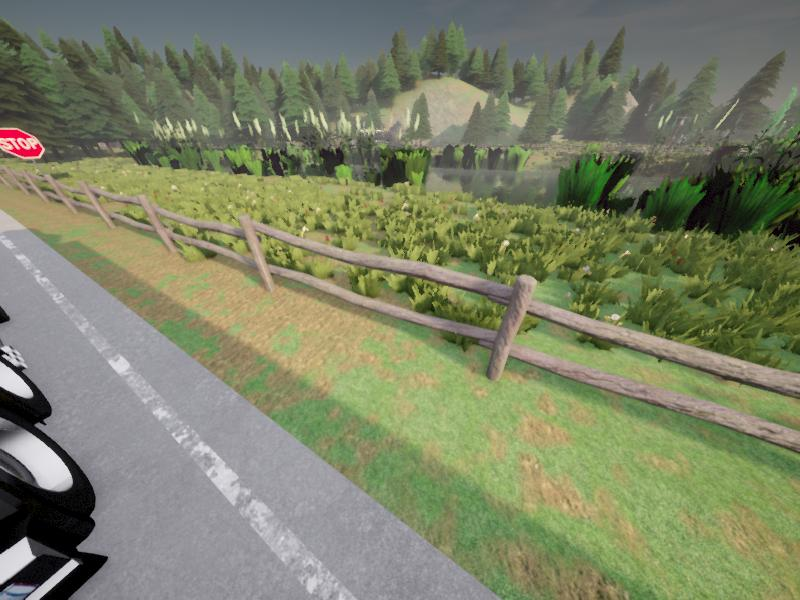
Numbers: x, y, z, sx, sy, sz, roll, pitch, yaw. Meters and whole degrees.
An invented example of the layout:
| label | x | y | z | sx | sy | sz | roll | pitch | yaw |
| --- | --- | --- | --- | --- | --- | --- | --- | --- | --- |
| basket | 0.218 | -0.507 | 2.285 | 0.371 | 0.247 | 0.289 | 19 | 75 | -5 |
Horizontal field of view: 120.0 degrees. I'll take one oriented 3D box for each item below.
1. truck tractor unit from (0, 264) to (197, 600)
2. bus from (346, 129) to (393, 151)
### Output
| label | x | y | z | sx | sy | sz | roll | pitch | yaw |
| --- | --- | --- | --- | --- | --- | --- | --- | --- | --- |
| truck tractor unit | -5.114 | -0.297 | 0.785 | 6.516 | 4.208 | 3.053 | 18 | 39 | 24 |
| bus | -7.198 | -38.306 | 55.369 | 10.273 | 4.253 | 3.944 | 12 | 37 | 17 |
